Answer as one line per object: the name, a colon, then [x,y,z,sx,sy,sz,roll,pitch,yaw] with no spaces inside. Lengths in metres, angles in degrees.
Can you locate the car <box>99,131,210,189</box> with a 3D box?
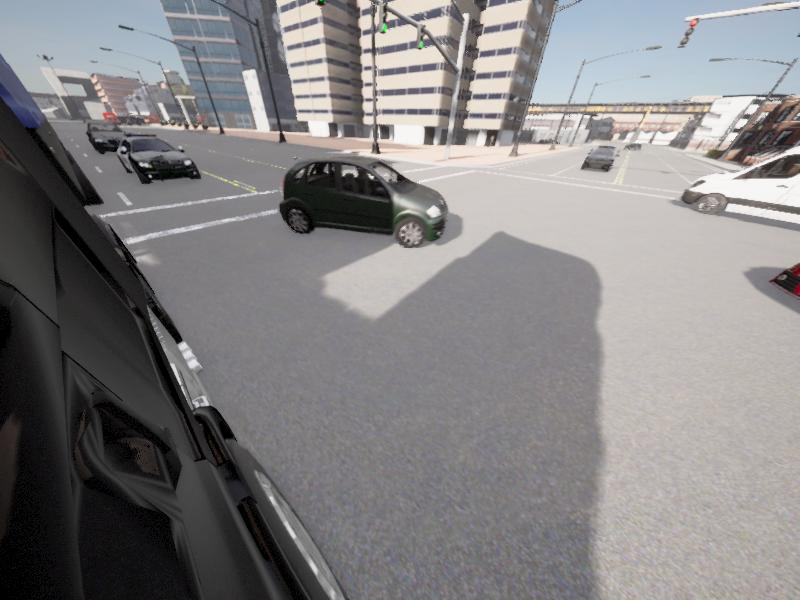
car: [-10.666,-6.209,10.009,4.974,1.542,2.038,28,44,30]

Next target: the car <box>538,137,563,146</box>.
car: [41.623,-44.007,64.087,5.238,1.638,1.930,26,43,29]

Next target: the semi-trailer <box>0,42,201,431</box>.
semi-trailer: [-8.696,-3.604,4.233,14.254,4.402,2.717,28,44,30]

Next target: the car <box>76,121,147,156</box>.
car: [-20.268,-11.397,16.231,4.611,1.667,2.242,28,44,30]

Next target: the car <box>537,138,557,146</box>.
car: [39.388,-42.362,61.950,3.806,1.475,1.970,26,43,29]

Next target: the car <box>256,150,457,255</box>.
car: [-0.817,-2.489,5.594,3.988,1.617,1.851,10,37,9]

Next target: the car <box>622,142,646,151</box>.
car: [55.011,-36.185,54.413,2.128,1.511,4.902,14,38,15]

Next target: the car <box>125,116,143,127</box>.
car: [-64.627,-43.405,56.103,3.866,1.878,1.905,31,45,33]

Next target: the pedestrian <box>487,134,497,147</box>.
pedestrian: [15.963,-27.678,40.109,0.751,1.860,0.751,-20,43,-28]

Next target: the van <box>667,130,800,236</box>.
van: [13.212,-3.447,6.994,1.988,2.561,5.915,-18,41,-23]

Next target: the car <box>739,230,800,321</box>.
car: [8.374,0.088,2.927,4.181,1.385,1.994,10,37,9]

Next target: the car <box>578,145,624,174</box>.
car: [16.472,-11.579,18.844,1.930,1.638,5.238,28,43,30]

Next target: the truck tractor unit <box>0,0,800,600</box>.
truck tractor unit: [-2.645,-0.295,0.352,6.516,4.208,3.053,28,44,30]

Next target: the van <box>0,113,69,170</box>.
van: [-18.718,-7.963,11.464,4.442,1.987,1.775,28,44,30]
